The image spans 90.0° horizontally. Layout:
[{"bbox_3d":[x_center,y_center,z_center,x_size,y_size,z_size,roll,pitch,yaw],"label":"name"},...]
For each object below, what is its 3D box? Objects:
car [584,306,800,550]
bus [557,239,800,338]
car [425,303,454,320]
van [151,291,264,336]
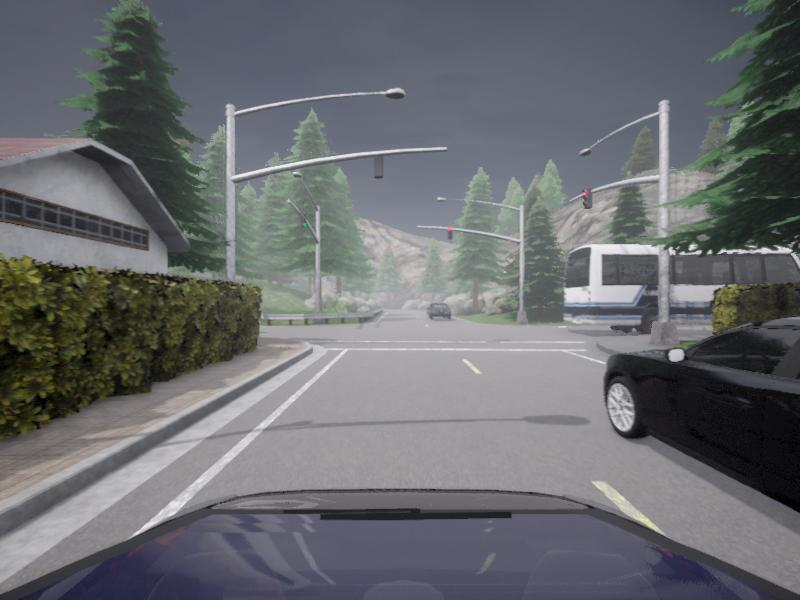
[{"bbox_3d":[3.499,0.835,3.057,1.882,1.535,5.008,0,0,0],"label":"car"},{"bbox_3d":[13.502,-0.486,19.379,10.273,4.253,3.944,0,0,0],"label":"bus"},{"bbox_3d":[3.501,1.008,36.387,2.033,1.411,5.357,0,0,0],"label":"car"},{"bbox_3d":[-9.205,0.616,19.426,4.480,2.038,2.069,0,0,0],"label":"van"}]
